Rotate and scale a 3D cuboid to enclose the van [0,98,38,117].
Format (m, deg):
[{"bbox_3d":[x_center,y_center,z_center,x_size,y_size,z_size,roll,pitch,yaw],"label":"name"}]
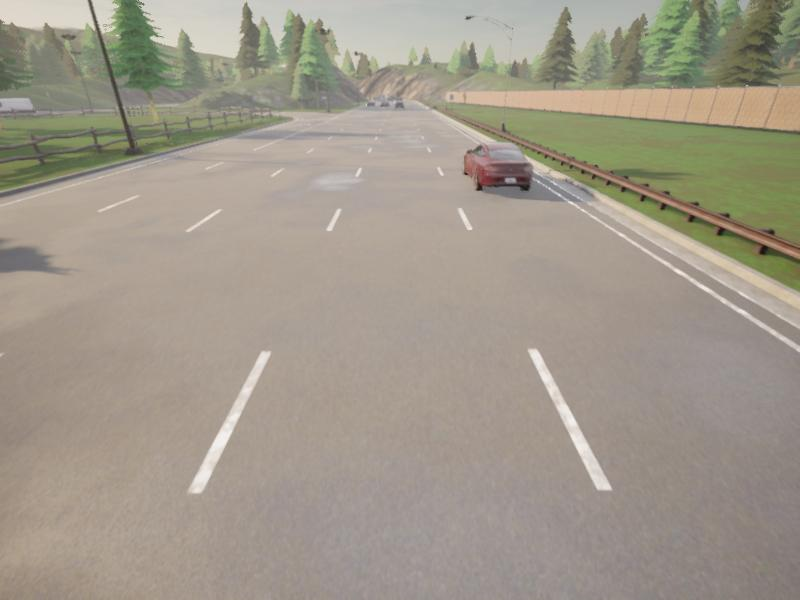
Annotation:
[{"bbox_3d":[-60.454,-29.782,61.938,5.915,2.561,1.988,-20,33,-33],"label":"van"}]

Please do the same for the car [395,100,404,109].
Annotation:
[{"bbox_3d":[-0.097,-42.285,86.530,1.837,1.490,4.892,0,27,0],"label":"car"}]

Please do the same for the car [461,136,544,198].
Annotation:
[{"bbox_3d":[3.483,-4.979,14.561,1.812,1.442,4.674,0,27,0],"label":"car"}]
